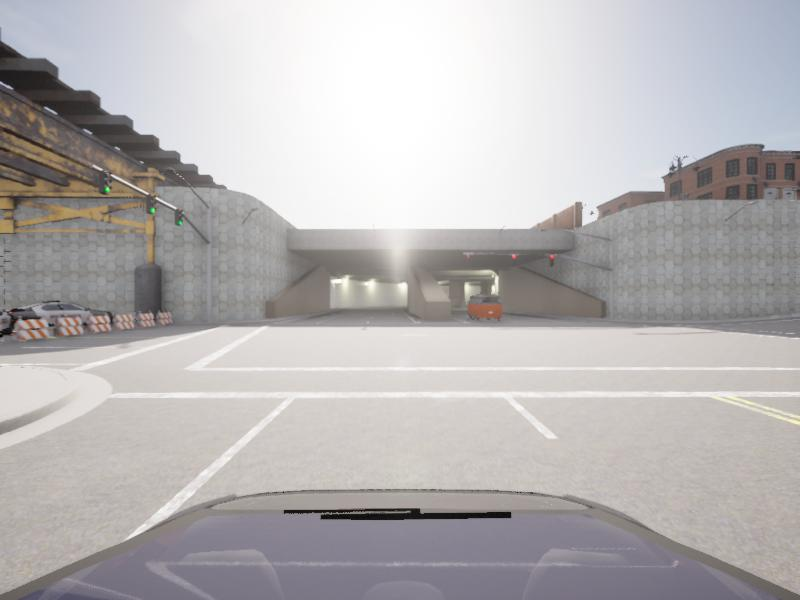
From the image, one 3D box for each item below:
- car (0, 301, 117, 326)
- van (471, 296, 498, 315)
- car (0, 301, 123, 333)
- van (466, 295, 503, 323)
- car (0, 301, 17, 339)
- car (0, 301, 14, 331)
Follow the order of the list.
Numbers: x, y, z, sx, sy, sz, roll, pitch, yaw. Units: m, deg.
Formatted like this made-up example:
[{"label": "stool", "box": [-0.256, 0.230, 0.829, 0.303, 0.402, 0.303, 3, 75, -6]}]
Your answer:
[{"label": "car", "box": [-18.493, 0.649, 21.876, 1.853, 1.218, 4.536, 0, 0, 29]}, {"label": "van", "box": [9.542, 0.596, 45.394, 2.069, 2.038, 4.480, 0, 0, -1]}, {"label": "car", "box": [-18.468, 0.807, 21.922, 2.038, 1.542, 4.974, 0, 0, 29]}, {"label": "van", "box": [6.408, 0.614, 30.735, 1.775, 1.987, 4.442, 0, 0, -1]}, {"label": "car", "box": [-17.679, 0.804, 16.555, 2.038, 1.542, 4.974, 0, 0, -36]}, {"label": "car", "box": [-17.710, 0.647, 16.596, 1.853, 1.218, 4.536, 0, 0, -36]}]
